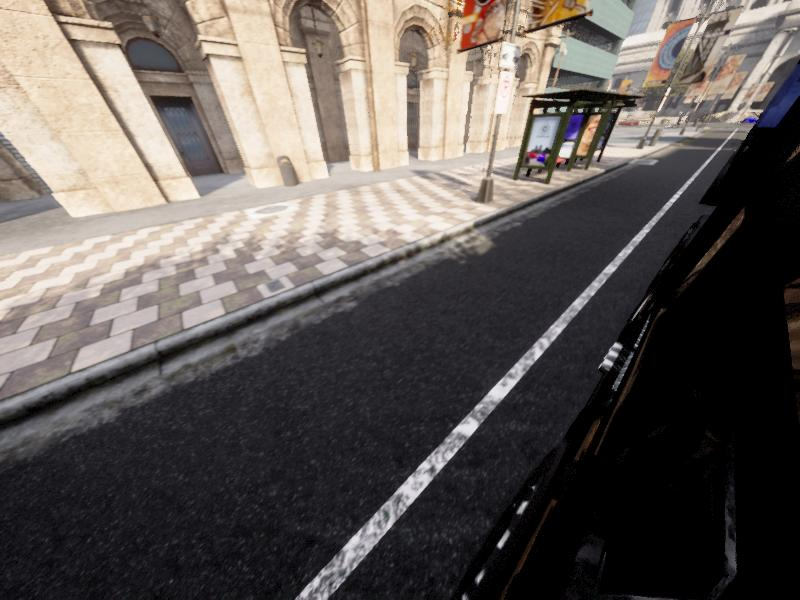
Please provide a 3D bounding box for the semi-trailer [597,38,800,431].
[{"bbox_3d":[8.727,-3.584,4.202,14.254,4.402,2.717,-28,44,-29],"label":"semi-trailer"}]

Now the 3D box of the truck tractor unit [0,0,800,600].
[{"bbox_3d":[2.645,-0.295,0.351,6.516,4.208,3.053,-28,44,-30],"label":"truck tractor unit"}]

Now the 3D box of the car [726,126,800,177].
[{"bbox_3d":[17.186,-6.967,10.629,4.892,1.490,1.837,-28,44,-30],"label":"car"}]
